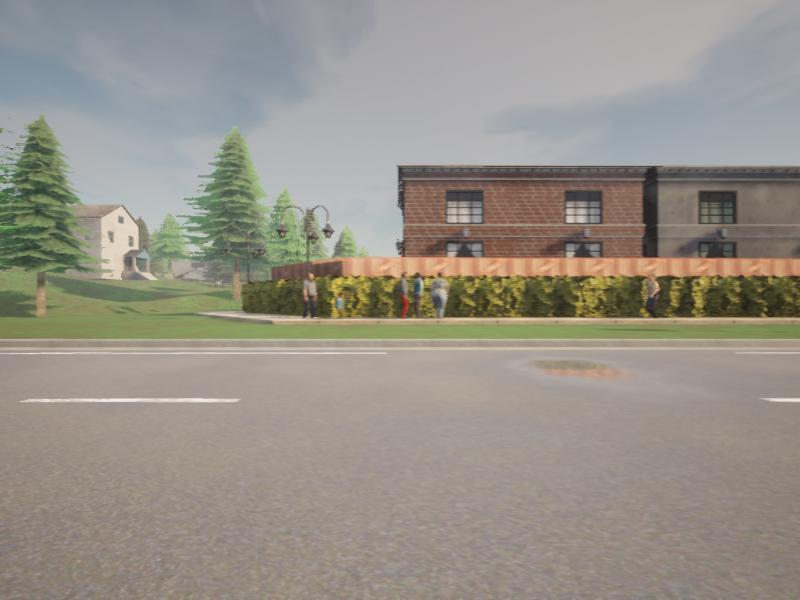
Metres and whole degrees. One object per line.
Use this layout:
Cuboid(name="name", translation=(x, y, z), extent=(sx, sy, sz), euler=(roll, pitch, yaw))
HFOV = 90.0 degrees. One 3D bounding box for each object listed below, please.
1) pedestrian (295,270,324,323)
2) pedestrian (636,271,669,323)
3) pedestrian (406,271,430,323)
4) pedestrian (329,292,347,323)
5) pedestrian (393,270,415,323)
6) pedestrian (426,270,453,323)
Cuboid(name="pedestrian", translation=(-3.312, -0.114, 14.625), extent=(0.751, 1.860, 0.751), euler=(0, 0, 42))
Cuboid(name="pedestrian", translation=(9.235, -0.118, 14.651), extent=(0.751, 1.860, 0.751), euler=(0, 0, 0))
Cuboid(name="pedestrian", translation=(0.643, -0.115, 14.634), extent=(0.751, 1.860, 0.751), euler=(0, 0, -10))
Cuboid(name="pedestrian", translation=(-2.236, 0.266, 14.449), extent=(0.500, 1.100, 0.500), euler=(0, 0, 6))
Cuboid(name="pedestrian", translation=(0.155, -0.115, 14.330), extent=(0.751, 1.860, 0.751), euler=(0, 0, 2))
Cuboid(name="pedestrian", translation=(1.453, -0.115, 14.610), extent=(0.751, 1.860, 0.751), euler=(0, 0, 32))
